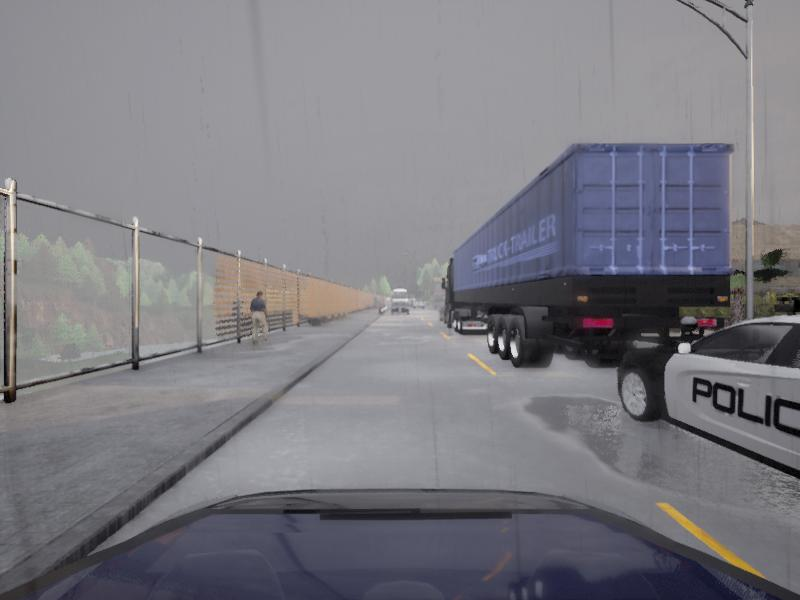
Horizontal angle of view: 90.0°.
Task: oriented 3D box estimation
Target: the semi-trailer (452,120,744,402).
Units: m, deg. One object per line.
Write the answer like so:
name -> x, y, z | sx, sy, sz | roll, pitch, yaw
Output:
semi-trailer -> 4.007, -0.581, 13.377 | 2.717, 4.402, 14.254 | 0, 0, 0

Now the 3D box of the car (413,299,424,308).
car -> 4.029, 0.793, 87.658 | 2.150, 2.045, 5.566 | 0, -1, 0

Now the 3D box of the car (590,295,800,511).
car -> 4.000, 0.792, 3.770 | 1.930, 1.638, 5.238 | 0, -1, 0

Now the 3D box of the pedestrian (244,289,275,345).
pedestrian -> -4.806, 0.571, 13.759 | 0.751, 1.860, 0.751 | 0, 0, 6

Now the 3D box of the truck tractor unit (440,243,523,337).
truck tractor unit -> 4.005, -0.458, 21.289 | 3.053, 4.208, 6.516 | 0, 0, 0

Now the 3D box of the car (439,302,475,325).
car -> 4.010, 0.900, 29.069 | 1.882, 1.535, 5.008 | 0, 0, 0

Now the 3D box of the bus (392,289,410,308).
bus -> 0.152, -0.299, 91.370 | 3.944, 4.253, 10.273 | 0, 0, 0

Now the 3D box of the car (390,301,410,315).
car -> 0.017, 0.905, 46.963 | 2.152, 1.651, 5.027 | 0, 0, 0
